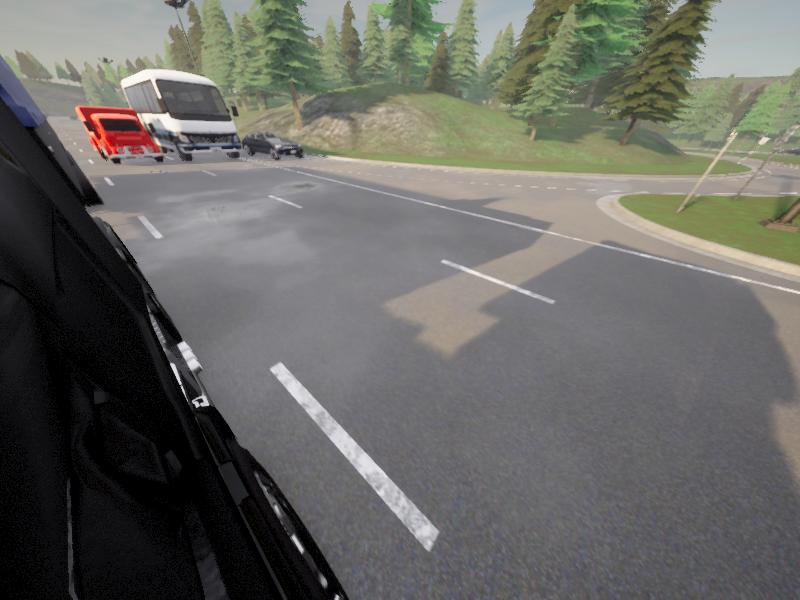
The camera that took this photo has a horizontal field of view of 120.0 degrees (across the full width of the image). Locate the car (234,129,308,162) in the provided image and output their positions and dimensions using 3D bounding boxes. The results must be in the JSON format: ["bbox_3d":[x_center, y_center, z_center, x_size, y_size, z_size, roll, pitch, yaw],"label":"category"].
[{"bbox_3d":[-9.513,-11.488,17.041,5.027,1.651,2.152,24,42,26],"label":"car"}]

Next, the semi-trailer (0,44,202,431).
[{"bbox_3d":[-8.704,-3.594,4.236,14.254,4.402,2.717,28,44,30],"label":"semi-trailer"}]

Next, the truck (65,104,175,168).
[{"bbox_3d":[-15.779,-9.309,13.070,5.204,2.467,2.627,28,44,30],"label":"truck"}]

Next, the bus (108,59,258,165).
[{"bbox_3d":[-14.762,-12.334,15.675,10.273,4.253,3.944,28,44,30],"label":"bus"}]

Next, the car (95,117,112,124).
[{"bbox_3d":[-83.087,-50.265,64.645,4.902,1.511,2.128,28,44,30],"label":"car"}]

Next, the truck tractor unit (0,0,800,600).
[{"bbox_3d":[-2.645,-0.295,0.351,6.516,4.208,3.053,28,44,30],"label":"truck tractor unit"}]
